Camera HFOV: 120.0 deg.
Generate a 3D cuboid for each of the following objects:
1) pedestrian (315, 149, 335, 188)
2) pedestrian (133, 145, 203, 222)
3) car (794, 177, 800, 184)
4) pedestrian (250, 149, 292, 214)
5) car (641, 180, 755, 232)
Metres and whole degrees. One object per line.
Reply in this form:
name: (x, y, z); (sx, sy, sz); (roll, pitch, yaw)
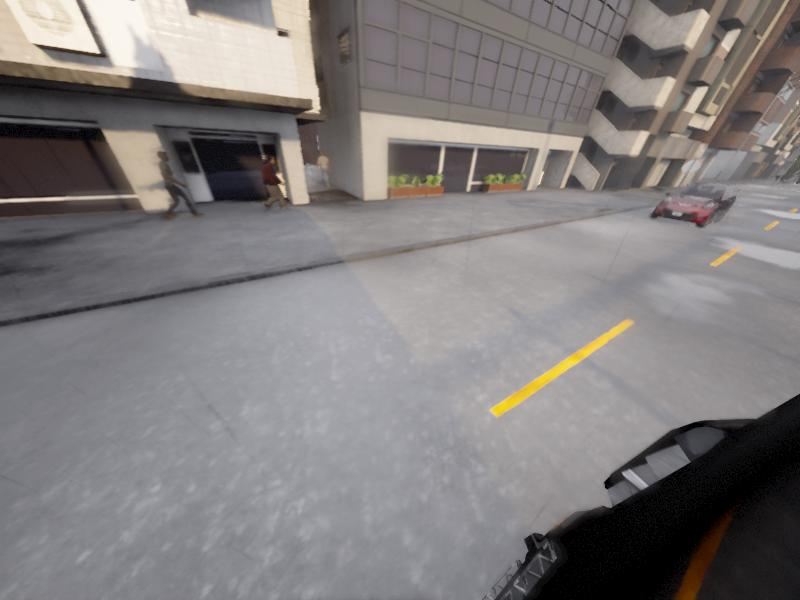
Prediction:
pedestrian: (-4.216, -7.379, 13.010); (0.751, 1.860, 0.751); (-12, 36, -21)
pedestrian: (-6.571, -3.335, 6.693); (0.751, 1.860, 0.751); (-19, 39, -29)
car: (64.876, -19.185, 36.289); (4.553, 1.767, 2.097); (-16, 38, -26)
pedestrian: (-4.377, -4.044, 7.926); (0.751, 1.860, 0.751); (-18, 39, -28)
car: (12.543, -4.108, 9.761); (3.633, 1.501, 1.845); (-16, 38, -26)
